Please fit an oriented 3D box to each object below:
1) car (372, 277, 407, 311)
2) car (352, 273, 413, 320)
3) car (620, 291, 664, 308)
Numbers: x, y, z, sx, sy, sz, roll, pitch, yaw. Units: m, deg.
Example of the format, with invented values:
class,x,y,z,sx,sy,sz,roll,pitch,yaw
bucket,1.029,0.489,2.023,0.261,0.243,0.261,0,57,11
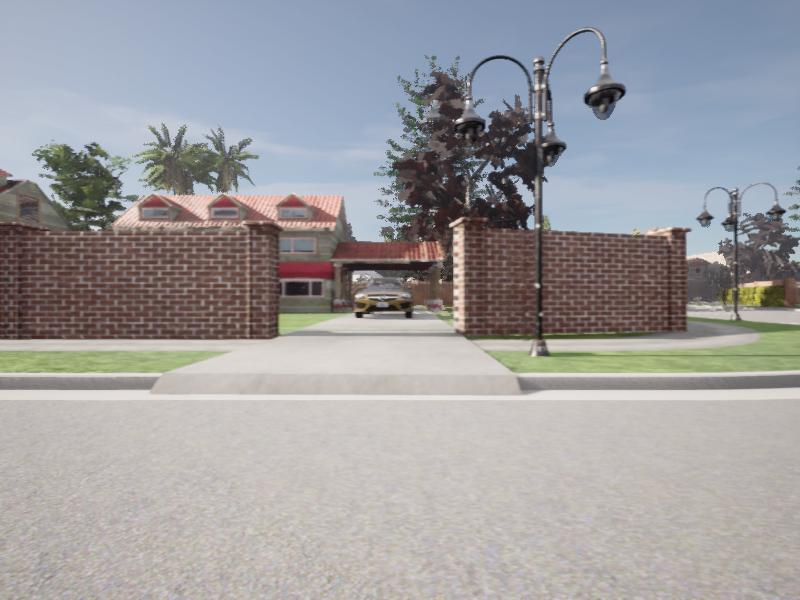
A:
class,x,y,z,sx,sy,sz,roll,pitch,yaw
car,-0.573,-0.337,24.161,1.932,1.855,4.605,0,0,0
car,-0.605,-0.130,16.492,2.152,1.636,5.027,0,0,0
car,22.516,-0.052,37.466,2.128,1.511,4.902,0,1,14
